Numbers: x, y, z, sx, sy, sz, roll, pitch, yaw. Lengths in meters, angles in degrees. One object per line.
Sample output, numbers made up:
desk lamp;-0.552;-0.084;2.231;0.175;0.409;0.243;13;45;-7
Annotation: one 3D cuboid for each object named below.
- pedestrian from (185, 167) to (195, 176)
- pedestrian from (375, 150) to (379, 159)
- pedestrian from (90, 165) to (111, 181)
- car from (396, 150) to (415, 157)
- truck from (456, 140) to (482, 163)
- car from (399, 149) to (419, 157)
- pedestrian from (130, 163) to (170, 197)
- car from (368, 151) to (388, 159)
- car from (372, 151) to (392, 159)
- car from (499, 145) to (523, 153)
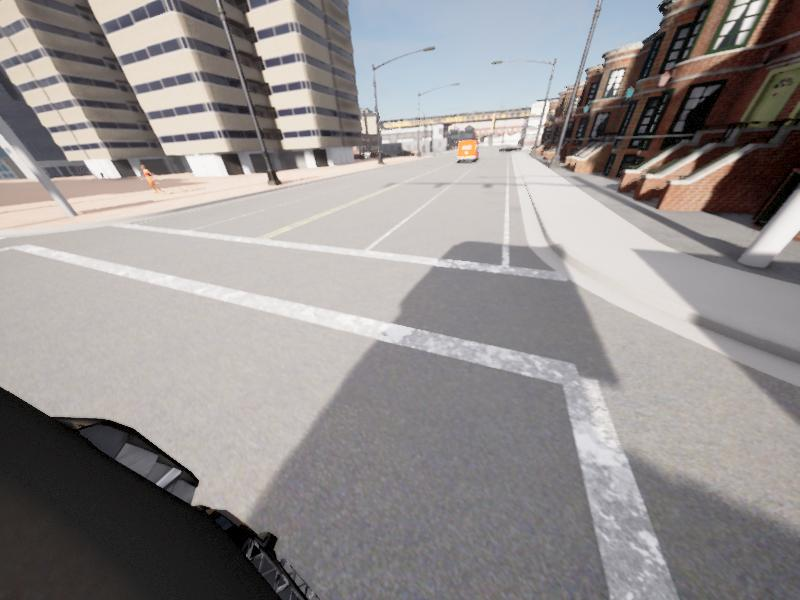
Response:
pedestrian;-30.911;-18.914;34.031;0.500;1.100;0.500;-10;34;-11
pedestrian;-5.452;-34.534;54.743;0.751;1.860;0.751;8;35;16
pedestrian;-41.325;-17.503;31.913;0.751;1.860;0.751;6;35;13
car;1.444;-38.690;61.063;4.674;1.442;1.812;9;35;18
truck;9.728;-20.956;32.543;2.627;2.467;5.204;10;35;19
car;2.559;-40.601;63.777;5.008;1.535;1.882;9;35;18
pedestrian;-16.206;-7.784;15.021;0.751;1.860;0.751;6;35;13
car;-6.047;-39.879;63.495;4.856;1.649;2.033;8;35;18
car;-5.186;-41.690;66.385;5.357;1.411;2.033;8;35;18
car;25.554;-34.728;53.136;4.718;1.301;1.895;10;36;19
